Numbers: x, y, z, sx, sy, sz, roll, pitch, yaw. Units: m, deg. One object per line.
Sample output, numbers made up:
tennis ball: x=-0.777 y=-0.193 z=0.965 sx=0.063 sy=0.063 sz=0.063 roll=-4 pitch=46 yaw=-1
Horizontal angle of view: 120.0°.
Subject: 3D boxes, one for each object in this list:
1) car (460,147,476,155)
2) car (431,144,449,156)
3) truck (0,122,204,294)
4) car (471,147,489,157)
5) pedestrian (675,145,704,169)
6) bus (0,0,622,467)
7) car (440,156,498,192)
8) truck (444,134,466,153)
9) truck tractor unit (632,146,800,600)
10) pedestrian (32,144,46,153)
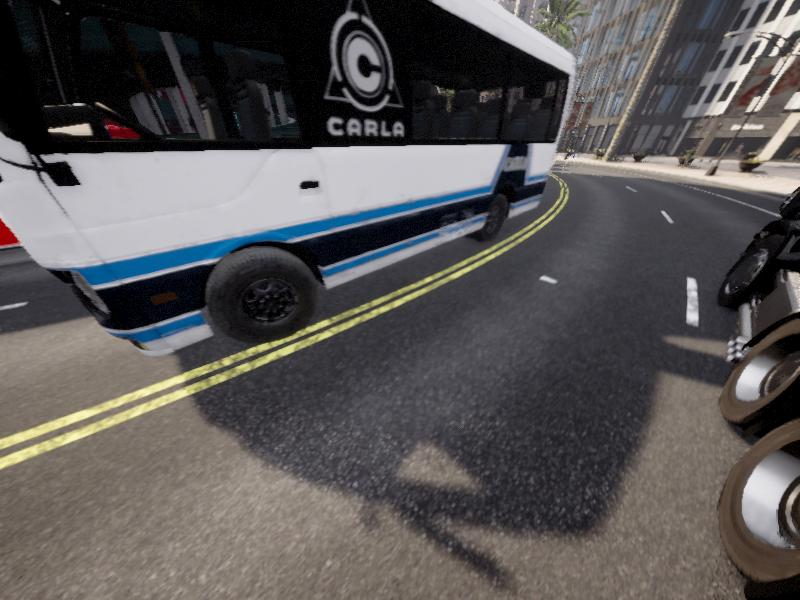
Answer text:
car: x=14.716 y=-32.368 z=50.203 sx=1.994 sy=1.385 sz=4.181 roll=-3 pitch=35 yaw=-4
car: x=7.999 y=-30.458 z=46.811 sx=2.150 sy=2.045 sz=5.566 roll=-3 pitch=34 yaw=-4
truck: x=-7.773 y=-1.837 z=4.546 sx=5.204 sy=2.467 sz=2.627 roll=-20 pitch=39 yaw=-23
car: x=15.262 y=-28.316 z=44.112 sx=1.789 sy=1.549 sz=3.705 roll=-2 pitch=34 yaw=-3
pedestrian: x=27.259 y=-13.437 z=21.764 sx=0.751 sy=1.860 sz=0.751 roll=13 pitch=37 yaw=19
bus: x=0.006 y=-3.098 z=4.860 sx=10.273 sy=4.253 sz=3.944 roll=-28 pitch=44 yaw=-34
car: x=4.536 y=-8.239 z=14.801 sx=2.128 sy=1.511 sz=4.902 roll=18 pitch=38 yaw=24
truck: x=13.809 y=-39.913 z=59.053 sx=2.891 sy=3.827 sz=8.468 roll=-3 pitch=34 yaw=-4
truck tractor unit: x=4.895 y=-0.471 z=1.040 sx=6.516 sy=4.208 sz=3.053 roll=-26 pitch=42 yaw=-33
pedestrian: x=-86.551 y=-36.371 z=55.373 sx=0.751 sy=1.860 sz=0.751 roll=-2 pitch=34 yaw=-3
